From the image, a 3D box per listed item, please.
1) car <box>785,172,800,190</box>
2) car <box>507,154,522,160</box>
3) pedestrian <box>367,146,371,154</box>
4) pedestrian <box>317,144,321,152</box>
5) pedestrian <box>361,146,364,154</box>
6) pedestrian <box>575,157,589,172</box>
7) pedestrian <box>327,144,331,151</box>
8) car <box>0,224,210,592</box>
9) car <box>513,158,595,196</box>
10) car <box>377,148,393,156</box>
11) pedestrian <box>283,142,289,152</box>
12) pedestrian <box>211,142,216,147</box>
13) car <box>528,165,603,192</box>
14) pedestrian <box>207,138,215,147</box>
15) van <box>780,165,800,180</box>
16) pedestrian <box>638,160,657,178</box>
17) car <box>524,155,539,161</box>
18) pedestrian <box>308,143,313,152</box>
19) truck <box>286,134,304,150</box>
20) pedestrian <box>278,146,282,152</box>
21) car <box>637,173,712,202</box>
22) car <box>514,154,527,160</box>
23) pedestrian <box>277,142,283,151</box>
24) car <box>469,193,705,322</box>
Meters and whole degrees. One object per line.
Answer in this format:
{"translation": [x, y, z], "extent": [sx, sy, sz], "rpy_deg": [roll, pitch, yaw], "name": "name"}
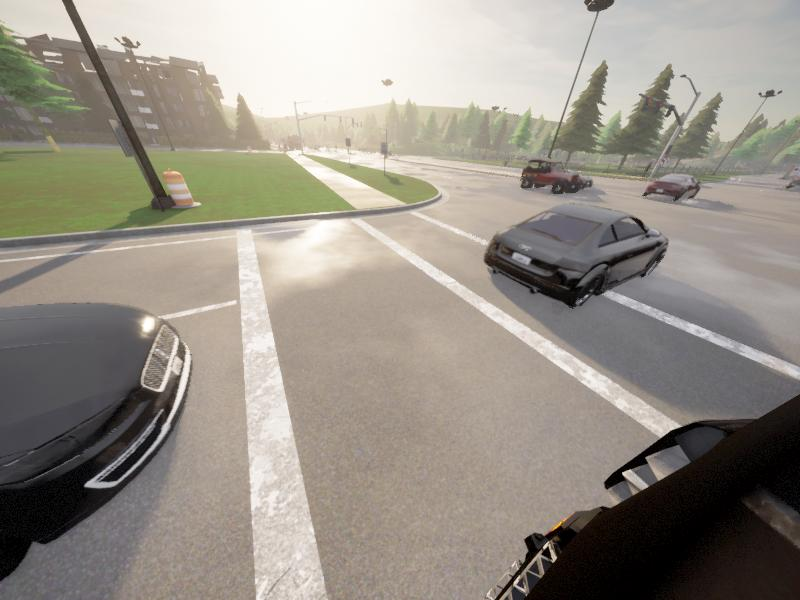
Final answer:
{"translation": [48.230, -13.966, 27.186], "extent": [5.027, 1.651, 2.152], "rpy_deg": [-16, 38, -26], "name": "car"}
{"translation": [43.041, -53.666, 86.797], "extent": [5.027, 1.651, 2.152], "rpy_deg": [-16, 38, -26], "name": "car"}
{"translation": [-9.728, -46.730, 71.938], "extent": [0.751, 1.860, 0.751], "rpy_deg": [-22, 41, -32], "name": "pedestrian"}
{"translation": [-22.603, -42.408, 64.314], "extent": [0.751, 1.860, 0.751], "rpy_deg": [-19, 39, -29], "name": "pedestrian"}
{"translation": [-11.483, -46.166, 70.997], "extent": [0.751, 1.860, 0.751], "rpy_deg": [-17, 39, -28], "name": "pedestrian"}
{"translation": [27.702, -20.644, 35.130], "extent": [0.751, 1.860, 0.751], "rpy_deg": [-13, 37, -23], "name": "pedestrian"}
{"translation": [-22.372, -47.995, 72.646], "extent": [0.751, 1.860, 0.751], "rpy_deg": [-17, 38, -27], "name": "pedestrian"}
{"translation": [-4.074, 0.957, 0.836], "extent": [4.892, 1.490, 1.837], "rpy_deg": [-16, 38, -26], "name": "car"}
{"translation": [10.270, -8.493, 15.803], "extent": [1.905, 1.878, 3.866], "rpy_deg": [-16, 38, -26], "name": "car"}
{"translation": [-4.082, -39.918, 62.225], "extent": [1.930, 1.638, 5.238], "rpy_deg": [-15, 38, -25], "name": "car"}
{"translation": [-26.117, -34.980, 52.862], "extent": [0.751, 1.860, 0.751], "rpy_deg": [-18, 39, -28], "name": "pedestrian"}
{"translation": [-43.877, -36.613, 54.376], "extent": [0.500, 1.100, 0.500], "rpy_deg": [-16, 38, -25], "name": "pedestrian"}
{"translation": [12.789, -9.652, 18.209], "extent": [1.994, 1.385, 4.181], "rpy_deg": [-15, 38, -25], "name": "car"}
{"translation": [-43.855, -36.524, 53.556], "extent": [0.751, 1.860, 0.751], "rpy_deg": [-16, 38, -26], "name": "pedestrian"}
{"translation": [79.431, -25.407, 46.056], "extent": [6.366, 2.431, 2.351], "rpy_deg": [-16, 38, -26], "name": "van"}
{"translation": [31.181, -16.460, 29.100], "extent": [0.751, 1.860, 0.751], "rpy_deg": [-13, 37, -22], "name": "pedestrian"}
{"translation": [46.522, -50.310, 81.734], "extent": [4.856, 1.649, 2.033], "rpy_deg": [-16, 38, -26], "name": "car"}
{"translation": [-24.421, -41.797, 63.255], "extent": [0.751, 1.860, 0.751], "rpy_deg": [-18, 39, -28], "name": "pedestrian"}
{"translation": [-32.539, -48.787, 71.422], "extent": [2.891, 3.827, 8.468], "rpy_deg": [-16, 38, -26], "name": "truck"}
{"translation": [-27.231, -34.313, 52.468], "extent": [0.500, 1.100, 0.500], "rpy_deg": [-10, 36, -18], "name": "pedestrian"}
{"translation": [18.566, -7.695, 15.638], "extent": [4.674, 1.442, 1.812], "rpy_deg": [-16, 38, -26], "name": "car"}
{"translation": [43.480, -51.638, 83.605], "extent": [3.988, 1.617, 1.851], "rpy_deg": [-16, 38, -26], "name": "car"}
{"translation": [-29.074, -37.087, 55.810], "extent": [0.751, 1.860, 0.751], "rpy_deg": [-15, 38, -25], "name": "pedestrian"}
{"translation": [3.838, -1.240, 4.864], "extent": [4.181, 1.385, 1.994], "rpy_deg": [-16, 38, -26], "name": "car"}
